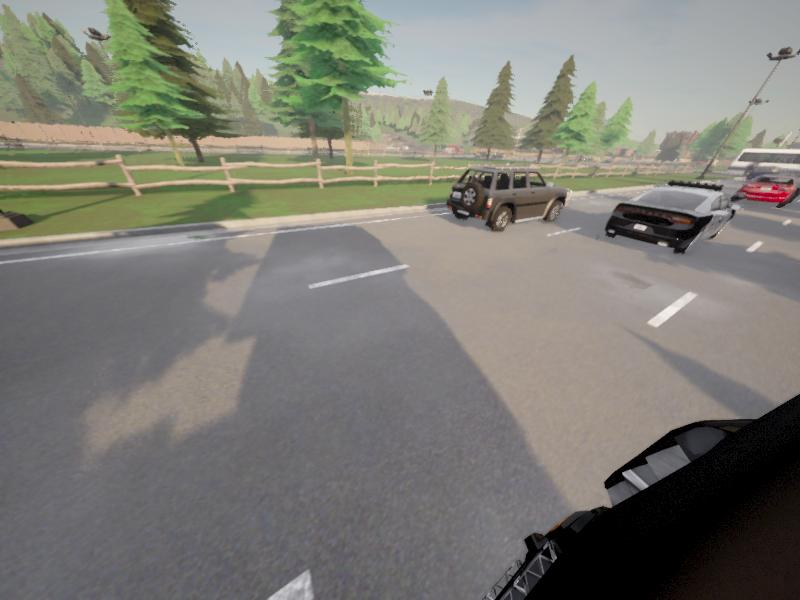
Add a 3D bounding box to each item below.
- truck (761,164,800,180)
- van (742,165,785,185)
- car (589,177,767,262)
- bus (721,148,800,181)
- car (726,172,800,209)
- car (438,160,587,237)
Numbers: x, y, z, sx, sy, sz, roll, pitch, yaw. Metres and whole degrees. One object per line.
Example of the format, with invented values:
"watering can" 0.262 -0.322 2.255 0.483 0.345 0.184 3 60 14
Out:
"truck" 68.527 -21.937 39.825 2.390 2.098 6.274 -16 38 -25
"van" 46.012 -15.893 29.261 4.442 1.987 1.775 -16 38 -26
"car" 8.714 -2.771 7.234 5.238 1.638 1.930 -16 38 -26
"bus" 64.584 -23.061 39.290 3.944 4.253 10.273 -16 38 -25
"car" 23.934 -7.167 14.884 4.611 1.667 2.242 -16 38 -26
"car" 3.890 -3.718 8.104 4.605 1.855 1.932 -16 38 -26
